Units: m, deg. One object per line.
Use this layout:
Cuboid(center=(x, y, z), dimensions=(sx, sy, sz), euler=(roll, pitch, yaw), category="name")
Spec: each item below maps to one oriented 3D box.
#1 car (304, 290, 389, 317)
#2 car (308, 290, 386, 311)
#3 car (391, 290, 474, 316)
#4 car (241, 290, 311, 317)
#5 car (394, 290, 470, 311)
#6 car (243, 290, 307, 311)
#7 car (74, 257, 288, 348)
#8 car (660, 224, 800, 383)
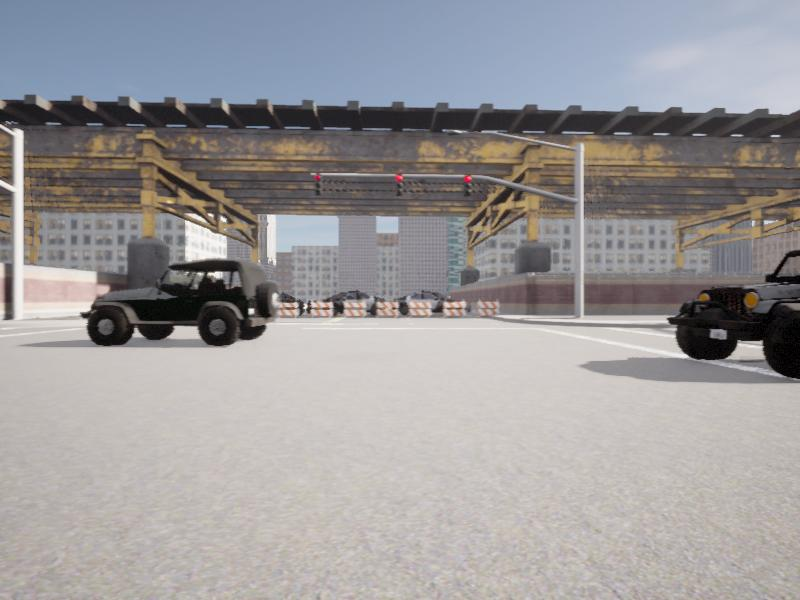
Cuboid(center=(-3.288, 0.195, 25.146), dimensions=(4.974, 1.542, 2.038), euler=(0, 0, -36), category="car")
Cuboid(center=(-3.247, 0.038, 25.177), dimensions=(4.536, 1.218, 1.853), euler=(0, 0, -36), category="car")
Cuboid(center=(2.078, 0.195, 25.936), dimensions=(4.974, 1.542, 2.038), euler=(0, 0, 29), category="car")
Cuboid(center=(-7.896, 0.195, 25.135), dimensions=(4.974, 1.542, 2.038), euler=(0, 0, 44), category="car")
Cuboid(center=(2.033, 0.037, 25.960), dimensions=(4.536, 1.218, 1.853), euler=(0, 0, 29), category="car")
Cuboid(center=(-7.934, 0.038, 25.170), dimensions=(4.536, 1.218, 1.853), euler=(0, 0, 44), category="car")
Cuboid(center=(-4.784, 0.044, 9.202), dimensions=(3.866, 1.878, 1.905), euler=(0, 0, 0), category="car")
Cuboid(center=(6.267, 0.045, 5.702), dimensions=(3.866, 1.878, 1.905), euler=(0, 0, 0), category="car")
